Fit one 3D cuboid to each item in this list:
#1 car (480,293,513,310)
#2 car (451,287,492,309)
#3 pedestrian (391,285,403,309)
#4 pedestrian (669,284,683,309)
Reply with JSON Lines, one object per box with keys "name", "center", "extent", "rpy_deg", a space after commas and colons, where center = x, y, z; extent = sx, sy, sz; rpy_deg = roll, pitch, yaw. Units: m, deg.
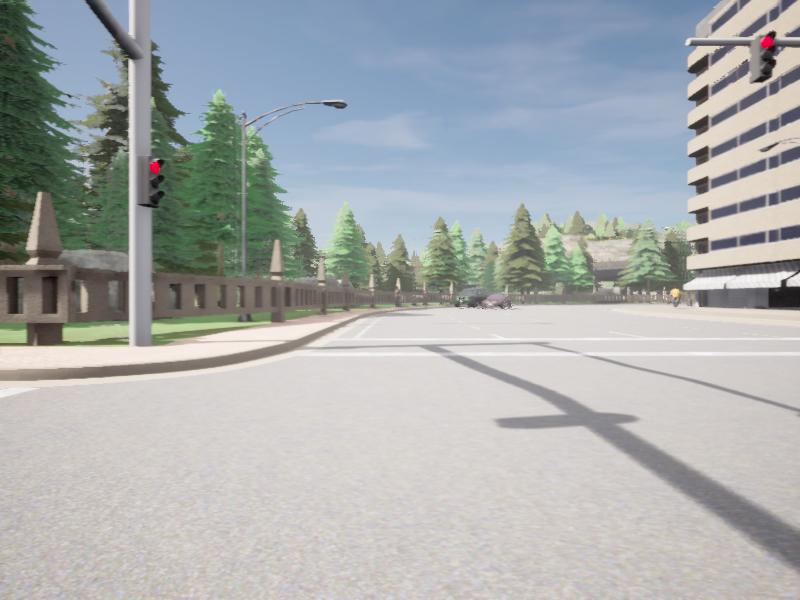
{"name": "car", "center": [8.690, 0.111, 35.802], "extent": [1.812, 1.442, 4.674], "rpy_deg": [0, 0, 28]}
{"name": "car", "center": [7.340, -0.206, 40.633], "extent": [2.150, 2.045, 5.566], "rpy_deg": [0, 0, 32]}
{"name": "pedestrian", "center": [-0.217, -0.258, 31.738], "extent": [0.751, 1.860, 0.751], "rpy_deg": [0, 0, 19]}
{"name": "pedestrian", "center": [21.466, -0.263, 31.139], "extent": [0.751, 1.860, 0.751], "rpy_deg": [0, 0, 26]}
